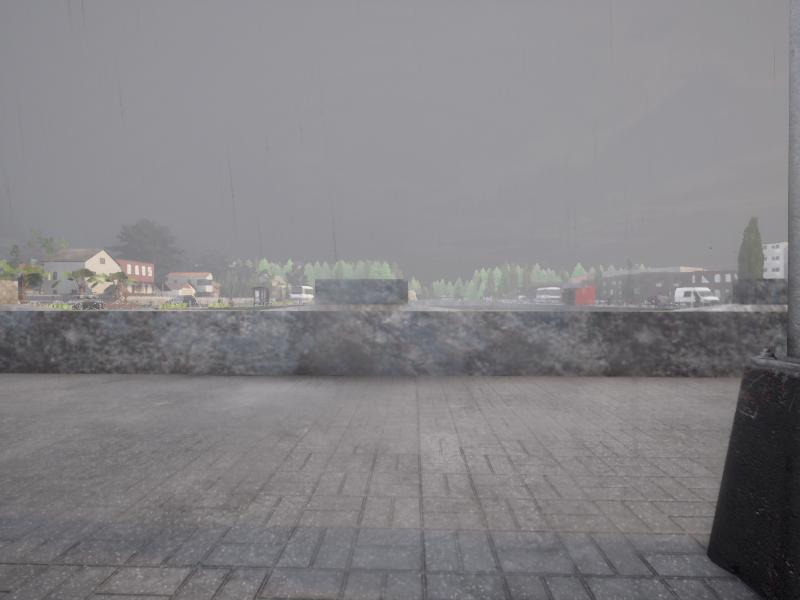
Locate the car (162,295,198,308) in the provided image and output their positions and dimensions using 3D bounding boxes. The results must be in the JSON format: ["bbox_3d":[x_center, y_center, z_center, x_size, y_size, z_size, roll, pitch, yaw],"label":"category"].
[{"bbox_3d":[-28.795,0.177,52.552,2.033,1.649,4.856,0,0,2],"label":"car"}]

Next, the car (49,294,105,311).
[{"bbox_3d":[-29.333,0.253,36.477,1.970,1.475,3.806,0,0,2],"label":"car"}]

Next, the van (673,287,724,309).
[{"bbox_3d":[36.850,-0.278,49.652,1.988,2.561,5.915,0,0,2],"label":"van"}]

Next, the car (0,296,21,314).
[{"bbox_3d":[-29.630,0.344,27.856,1.895,1.301,4.718,0,0,2],"label":"car"}]

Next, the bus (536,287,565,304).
[{"bbox_3d":[38.783,-1.139,103.706,3.944,4.253,10.273,0,0,2],"label":"bus"}]

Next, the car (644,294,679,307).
[{"bbox_3d":[37.100,0.094,56.978,2.097,1.767,4.553,0,0,2],"label":"car"}]

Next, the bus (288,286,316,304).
[{"bbox_3d":[-23.432,-1.139,96.374,3.944,4.253,10.273,0,0,2],"label":"bus"}]

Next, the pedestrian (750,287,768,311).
[{"bbox_3d":[28.109,-0.053,31.364,0.751,1.860,0.751,0,0,1],"label":"pedestrian"}]

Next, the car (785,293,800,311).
[{"bbox_3d":[36.340,0.201,34.239,1.801,1.575,5.366,0,0,2],"label":"car"}]

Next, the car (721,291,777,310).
[{"bbox_3d":[36.603,0.052,42.120,1.932,1.855,4.605,0,0,2],"label":"car"}]
